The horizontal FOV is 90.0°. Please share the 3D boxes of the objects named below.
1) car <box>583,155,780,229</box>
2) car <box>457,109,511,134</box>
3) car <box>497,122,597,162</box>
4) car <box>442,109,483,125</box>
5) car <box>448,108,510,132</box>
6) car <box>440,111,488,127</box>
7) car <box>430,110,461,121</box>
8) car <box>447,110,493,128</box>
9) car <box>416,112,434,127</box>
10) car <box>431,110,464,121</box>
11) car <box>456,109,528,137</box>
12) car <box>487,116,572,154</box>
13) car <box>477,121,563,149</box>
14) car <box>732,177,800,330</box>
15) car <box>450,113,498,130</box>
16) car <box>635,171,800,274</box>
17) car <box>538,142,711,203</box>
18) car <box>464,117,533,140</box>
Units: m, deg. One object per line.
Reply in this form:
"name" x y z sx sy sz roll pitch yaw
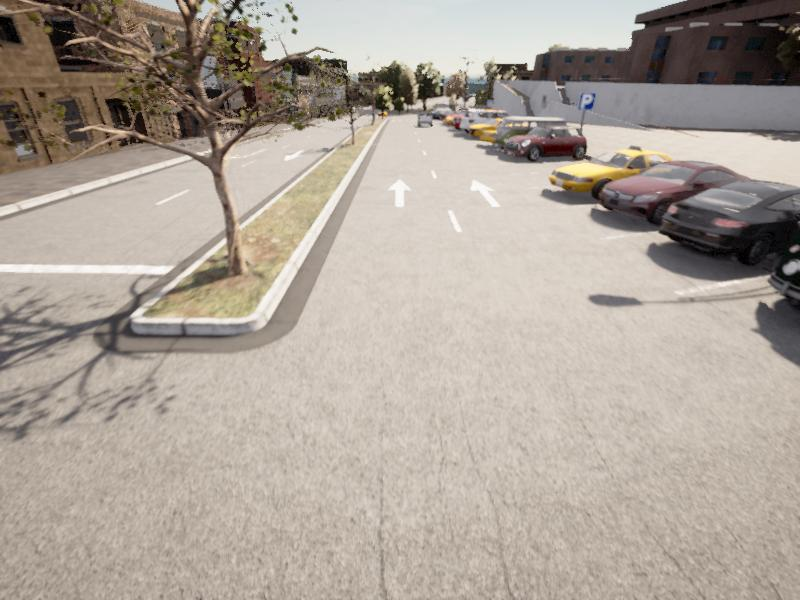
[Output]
"car" 8.058 -3.239 11.586 4.674 1.452 2.002 -8 29 -18
"car" 7.917 -16.950 37.979 4.442 1.987 1.878 -8 28 -18
"car" 8.075 -8.796 22.137 4.553 1.767 2.185 -8 29 -18
"car" 8.035 -23.492 51.403 4.553 1.767 2.185 -8 28 -19
"car" 7.997 -18.316 40.653 5.566 2.045 2.435 -8 28 -18
"car" 7.832 -22.041 48.712 5.366 1.575 1.946 -8 28 -19
"car" 7.978 -32.398 70.203 5.008 1.535 2.097 -7 27 -18
"car" 8.041 -20.863 46.063 4.553 1.767 2.185 -8 28 -19
"car" 2.938 -21.603 47.720 1.845 1.501 3.633 1 26 0
"car" 7.978 -31.130 67.526 5.008 1.535 2.097 -8 27 -19
"car" 8.054 -15.657 35.358 5.566 2.045 2.435 -8 28 -18
"car" 7.936 -10.215 24.697 4.442 1.987 1.878 -8 29 -18
"car" 8.207 -11.413 27.556 5.366 1.575 1.946 -8 28 -18
"car" 7.960 -0.757 6.118 4.442 1.987 1.878 -8 29 -18
"car" 8.014 -19.391 43.461 4.674 1.452 2.002 -8 28 -18
"car" 8.054 -1.890 8.936 4.674 1.452 2.002 -8 28 -18
"car" 7.879 -4.603 14.161 5.366 1.575 1.946 -8 29 -18
"car" 8.032 -14.082 32.802 5.008 1.535 2.097 -8 29 -18
